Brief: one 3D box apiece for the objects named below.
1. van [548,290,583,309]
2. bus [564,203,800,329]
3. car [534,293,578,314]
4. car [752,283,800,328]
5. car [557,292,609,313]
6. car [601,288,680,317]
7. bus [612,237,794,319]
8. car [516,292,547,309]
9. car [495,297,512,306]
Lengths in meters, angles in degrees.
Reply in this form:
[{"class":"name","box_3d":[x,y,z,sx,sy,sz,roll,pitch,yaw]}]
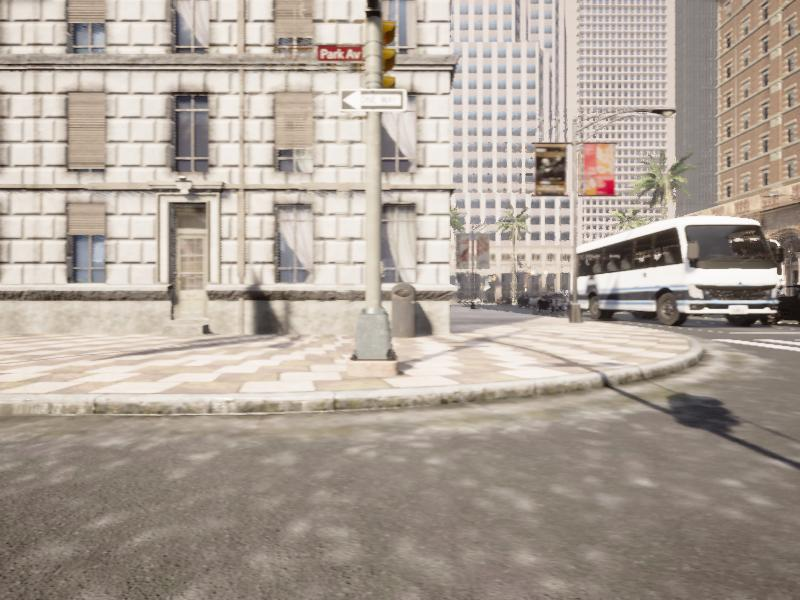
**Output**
[{"class":"van","box_3d":[18.623,-0.023,45.293,2.069,2.038,4.480,0,0,0]},{"class":"bus","box_3d":[11.709,-1.130,18.597,3.944,4.253,10.273,0,0,0]},{"class":"car","box_3d":[11.553,0.231,29.890,1.845,1.501,3.633,0,0,0]},{"class":"car","box_3d":[15.111,0.192,14.137,1.851,1.617,3.988,0,0,0]},{"class":"car","box_3d":[15.067,0.175,33.326,1.930,1.638,5.238,0,0,0]},{"class":"car","box_3d":[15.057,0.162,25.422,2.242,1.667,4.611,0,0,0]},{"class":"bus","box_3d":[18.436,-1.131,25.874,3.944,4.253,10.273,0,0,0]},{"class":"car","box_3d":[15.131,0.051,46.212,1.932,1.855,4.605,0,1,-1]},{"class":"car","box_3d":[18.049,0.232,69.527,1.851,1.617,3.988,0,0,30]}]
